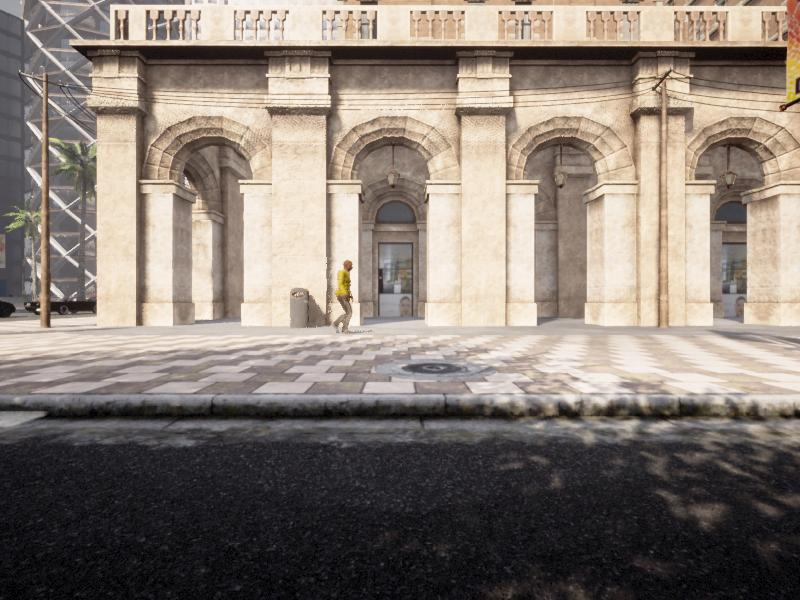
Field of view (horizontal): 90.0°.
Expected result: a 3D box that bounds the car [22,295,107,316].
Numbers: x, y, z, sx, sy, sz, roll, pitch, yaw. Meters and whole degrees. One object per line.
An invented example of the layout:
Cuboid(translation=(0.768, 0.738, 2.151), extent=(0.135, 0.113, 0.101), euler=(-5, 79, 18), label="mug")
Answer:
Cuboid(translation=(-23.035, 0.340, 27.750), extent=(1.895, 1.301, 4.718), euler=(0, 0, 0), label="car")

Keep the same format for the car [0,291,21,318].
Cuboid(translation=(-23.029, 0.251, 21.246), extent=(1.816, 1.474, 4.193), euler=(0, 0, 0), label="car")

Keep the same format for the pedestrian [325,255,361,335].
Cuboid(translation=(-1.349, -0.115, 9.592), extent=(0.751, 1.860, 0.751), euler=(0, 0, 0), label="pedestrian")
